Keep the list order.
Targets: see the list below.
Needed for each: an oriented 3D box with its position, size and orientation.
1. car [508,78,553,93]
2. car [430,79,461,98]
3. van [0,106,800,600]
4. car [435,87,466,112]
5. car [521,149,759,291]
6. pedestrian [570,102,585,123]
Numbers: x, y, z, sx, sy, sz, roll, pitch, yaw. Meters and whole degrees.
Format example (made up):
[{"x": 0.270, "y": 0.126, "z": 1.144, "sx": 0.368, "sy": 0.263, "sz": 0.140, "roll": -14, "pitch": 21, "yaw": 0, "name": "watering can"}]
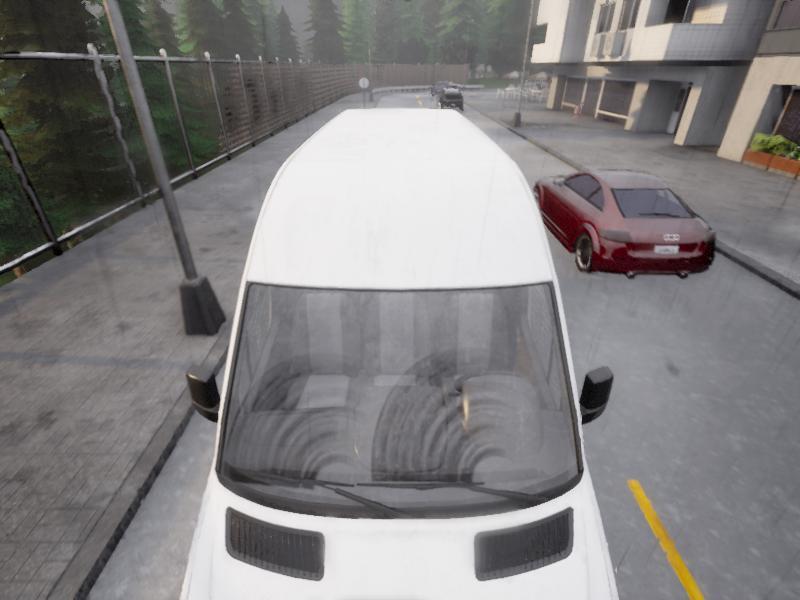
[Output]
[{"x": 17.210, "y": -28.437, "z": 52.964, "sx": 5.027, "sy": 1.651, "sz": 2.152, "roll": 0, "pitch": 30, "yaw": 0, "name": "car"}, {"x": 5.311, "y": -24.388, "z": 46.048, "sx": 2.152, "sy": 1.651, "sz": 5.027, "roll": 11, "pitch": 32, "yaw": 19, "name": "car"}, {"x": -0.003, "y": -0.088, "z": 3.629, "sx": 1.988, "sy": 2.561, "sz": 5.915, "roll": 0, "pitch": 30, "yaw": 0, "name": "van"}, {"x": 3.983, "y": -16.213, "z": 32.207, "sx": 1.837, "sy": 1.490, "sz": 4.892, "roll": 0, "pitch": 30, "yaw": 0, "name": "car"}, {"x": 3.996, "y": -1.801, "z": 7.714, "sx": 1.994, "sy": 1.385, "sz": 4.181, "roll": 0, "pitch": 30, "yaw": 0, "name": "car"}, {"x": 10.442, "y": -11.026, "z": 23.533, "sx": 0.500, "sy": 1.100, "sz": 0.500, "roll": 15, "pitch": 33, "yaw": 23, "name": "pedestrian"}]
